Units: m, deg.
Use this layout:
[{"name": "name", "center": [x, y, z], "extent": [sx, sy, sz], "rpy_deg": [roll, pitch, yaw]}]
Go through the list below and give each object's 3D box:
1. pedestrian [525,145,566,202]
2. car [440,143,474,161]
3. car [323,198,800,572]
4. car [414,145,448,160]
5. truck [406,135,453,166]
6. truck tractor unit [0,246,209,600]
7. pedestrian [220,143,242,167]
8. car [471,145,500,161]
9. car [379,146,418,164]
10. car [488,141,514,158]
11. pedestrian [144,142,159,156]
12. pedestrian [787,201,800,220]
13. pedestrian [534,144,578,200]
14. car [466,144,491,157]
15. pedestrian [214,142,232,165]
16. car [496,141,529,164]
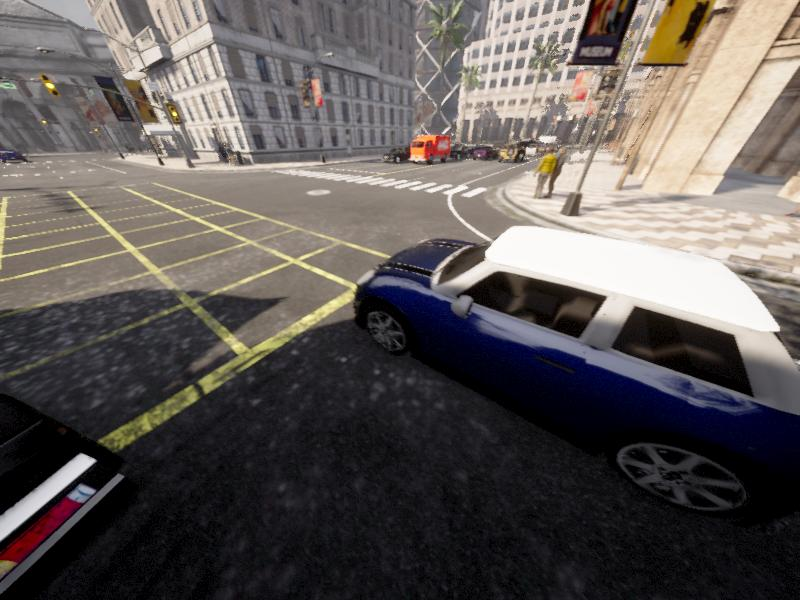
[{"name": "pedestrian", "center": [5.601, -4.925, 9.000], "extent": [0.751, 1.860, 0.751], "rpy_deg": [12, 37, 17]}, {"name": "car", "center": [7.311, -18.943, 29.467], "extent": [1.930, 1.638, 5.238], "rpy_deg": [22, 41, 29]}, {"name": "car", "center": [1.298, 0.034, 2.621], "extent": [3.806, 1.475, 1.970], "rpy_deg": [22, 41, 29]}, {"name": "car", "center": [4.225, -19.807, 30.953], "extent": [2.033, 1.411, 5.357], "rpy_deg": [22, 41, 29]}, {"name": "truck", "center": [3.157, -15.971, 24.558], "extent": [2.627, 2.467, 5.204], "rpy_deg": [22, 41, 29]}, {"name": "truck tractor unit", "center": [-5.299, -0.042, 0.414], "extent": [6.516, 4.208, 3.053], "rpy_deg": [9, 36, 13]}, {"name": "pedestrian", "center": [-15.402, -13.206, 21.061], "extent": [0.751, 1.860, 0.751], "rpy_deg": [9, 36, 14]}, {"name": "car", "center": [10.386, -17.887, 28.070], "extent": [1.816, 1.474, 4.193], "rpy_deg": [23, 41, 29]}, {"name": "car", "center": [-0.074, -16.406, 26.067], "extent": [1.837, 1.490, 4.892], "rpy_deg": [22, 41, 29]}, {"name": "car", "center": [13.907, -20.828, 31.858], "extent": [1.905, 1.878, 3.866], "rpy_deg": [23, 41, 29]}, {"name": "pedestrian", "center": [-41.110, -25.018, 38.215], "extent": [0.751, 1.860, 0.751], "rpy_deg": [19, 40, 26]}, {"name": "pedestrian", "center": [12.292, -2.949, 6.764], "extent": [0.500, 1.100, 0.500], "rpy_deg": [-25, 42, -31]}, {"name": "pedestrian", "center": [6.194, -5.095, 9.235], "extent": [0.751, 1.860, 0.751], "rpy_deg": [29, 45, 35]}, {"name": "car", "center": [11.742, -22.299, 34.438], "extent": [1.994, 1.385, 4.181], "rpy_deg": [24, 42, 30]}, {"name": "pedestrian", "center": [-17.951, -14.832, 23.411], "extent": [0.751, 1.860, 0.751], "rpy_deg": [-27, 43, -33]}, {"name": "car", "center": [12.372, -16.212, 25.305], "extent": [1.932, 1.855, 4.605], "rpy_deg": [22, 41, 28]}]
